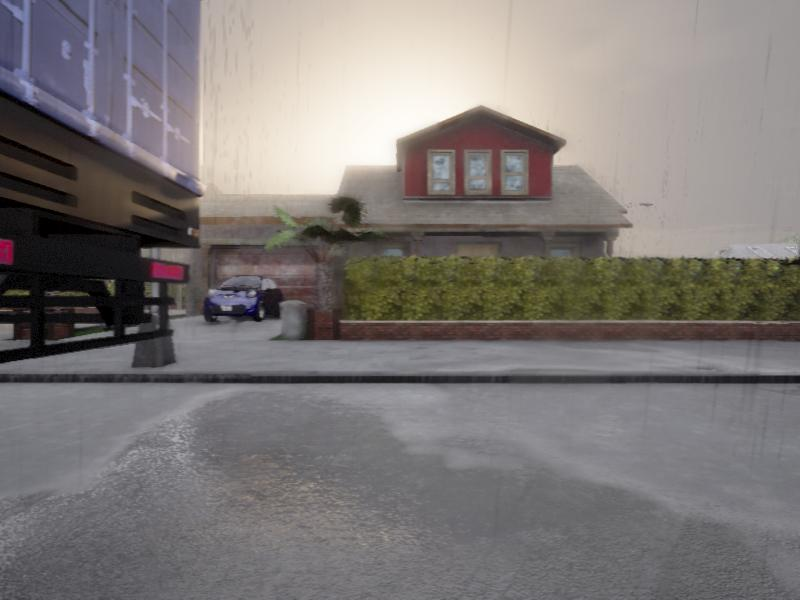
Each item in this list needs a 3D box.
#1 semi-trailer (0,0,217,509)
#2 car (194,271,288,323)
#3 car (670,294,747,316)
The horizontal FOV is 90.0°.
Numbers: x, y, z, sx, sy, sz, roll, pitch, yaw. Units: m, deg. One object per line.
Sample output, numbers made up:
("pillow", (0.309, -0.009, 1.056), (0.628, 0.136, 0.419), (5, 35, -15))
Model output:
("semi-trailer", (-8.979, -1.224, 2.681), (14.254, 4.402, 2.717), (0, 0, 0))
("car", (-5.044, -0.086, 13.249), (1.845, 1.501, 3.633), (0, 0, -3))
("car", (20.776, 0.321, 27.184), (1.994, 1.385, 4.181), (0, 0, -1))
